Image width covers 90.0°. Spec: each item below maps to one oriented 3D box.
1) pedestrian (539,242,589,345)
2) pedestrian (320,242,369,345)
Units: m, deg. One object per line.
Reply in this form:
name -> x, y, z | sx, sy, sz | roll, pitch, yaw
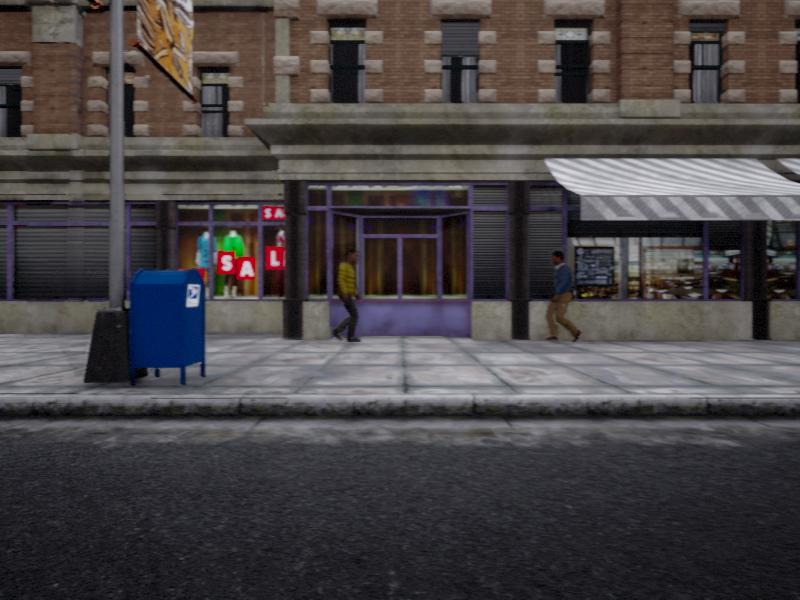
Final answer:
pedestrian -> 3.133, -0.116, 7.697 | 0.751, 1.860, 0.751 | 0, 0, 10
pedestrian -> -1.044, -0.115, 7.678 | 0.751, 1.860, 0.751 | 0, 0, 7
